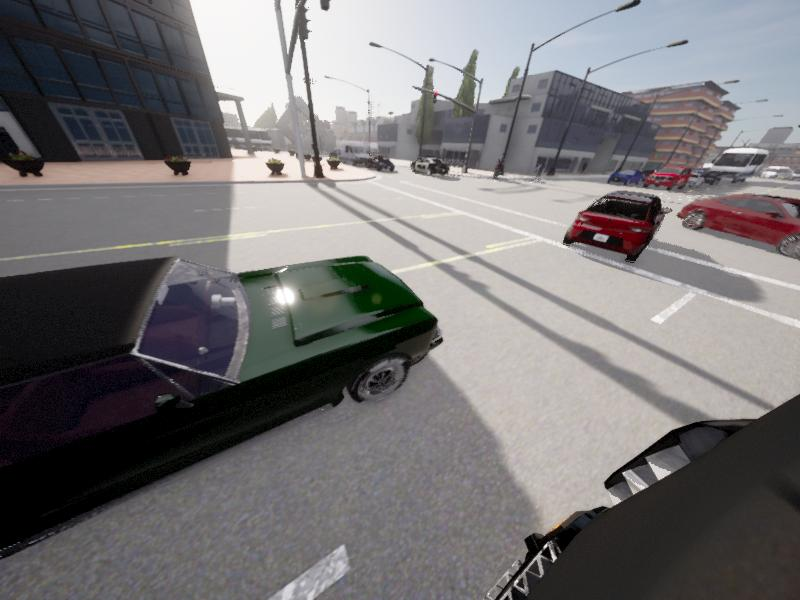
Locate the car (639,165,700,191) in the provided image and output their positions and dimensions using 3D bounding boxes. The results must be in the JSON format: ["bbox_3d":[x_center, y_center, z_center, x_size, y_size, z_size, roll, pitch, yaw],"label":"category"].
[{"bbox_3d":[27.734,-12.580,23.766,5.566,2.045,2.150,-16,38,-26],"label":"car"}]

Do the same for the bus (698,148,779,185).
[{"bbox_3d":[50.543,-20.058,34.529,10.273,4.253,3.944,-17,38,-25],"label":"bus"}]

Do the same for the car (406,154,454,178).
[{"bbox_3d":[2.859,-13.601,23.362,1.930,1.638,5.238,-14,37,-25],"label":"car"}]

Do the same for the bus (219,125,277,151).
[{"bbox_3d":[-34.233,-36.583,52.433,10.273,4.253,3.944,11,34,10],"label":"bus"}]

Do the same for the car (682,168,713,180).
[{"bbox_3d":[49.223,-20.864,38.161,4.674,1.442,1.812,-17,38,-25],"label":"car"}]

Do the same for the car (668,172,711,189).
[{"bbox_3d":[34.025,-14.100,27.162,4.674,1.442,1.812,-16,38,-26],"label":"car"}]

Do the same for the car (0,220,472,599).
[{"bbox_3d":[-1.924,0.440,1.981,4.718,1.301,1.895,-16,38,-26],"label":"car"}]

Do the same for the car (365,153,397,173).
[{"bbox_3d":[-2.118,-14.749,24.782,1.816,1.474,4.193,-15,38,-26],"label":"car"}]

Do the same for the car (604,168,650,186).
[{"bbox_3d":[25.941,-14.100,26.382,5.008,1.535,1.882,-16,38,-26],"label":"car"}]

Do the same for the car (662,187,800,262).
[{"bbox_3d":[12.467,-2.685,7.842,1.812,1.442,4.674,2,33,-1],"label":"car"}]

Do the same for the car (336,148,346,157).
[{"bbox_3d":[-12.550,-31.258,48.967,1.816,1.474,4.193,-5,34,-13],"label":"car"}]

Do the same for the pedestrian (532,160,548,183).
[{"bbox_3d":[13.430,-12.336,22.221,0.751,1.860,0.751,17,35,19],"label":"pedestrian"}]

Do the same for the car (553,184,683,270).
[{"bbox_3d":[6.604,-2.436,6.906,4.193,1.474,1.816,-25,43,-35],"label":"car"}]

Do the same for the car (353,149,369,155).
[{"bbox_3d":[-10.897,-41.235,64.436,2.033,1.411,5.357,14,34,15],"label":"car"}]

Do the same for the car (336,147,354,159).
[{"bbox_3d":[-10.367,-27.499,43.290,1.930,1.638,5.238,-11,36,-22],"label":"car"}]

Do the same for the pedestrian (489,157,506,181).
[{"bbox_3d":[9.138,-12.286,21.728,0.751,1.860,0.751,-6,34,-15],"label":"pedestrian"}]

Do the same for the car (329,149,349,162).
[{"bbox_3d":[-9.202,-21.812,34.823,1.845,1.501,3.633,-16,38,-27],"label":"car"}]

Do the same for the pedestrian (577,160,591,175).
[{"bbox_3d":[26.869,-19.296,33.752,0.751,1.860,0.751,-18,39,-29],"label":"pedestrian"}]

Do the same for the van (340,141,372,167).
[{"bbox_3d":[-5.794,-18.918,29.815,1.988,2.561,5.915,-15,38,-26],"label":"van"}]

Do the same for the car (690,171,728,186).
[{"bbox_3d":[41.085,-16.166,30.718,4.193,1.474,1.816,-16,38,-26],"label":"car"}]

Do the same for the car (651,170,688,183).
[{"bbox_3d":[37.880,-17.425,32.486,4.181,1.385,1.994,-15,38,-25],"label":"car"}]

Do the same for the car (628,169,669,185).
[{"bbox_3d":[31.542,-15.648,29.261,4.892,1.490,1.837,-16,38,-26],"label":"car"}]

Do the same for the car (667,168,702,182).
[{"bbox_3d":[43.368,-19.130,35.204,5.008,1.535,1.882,-17,38,-26],"label":"car"}]
